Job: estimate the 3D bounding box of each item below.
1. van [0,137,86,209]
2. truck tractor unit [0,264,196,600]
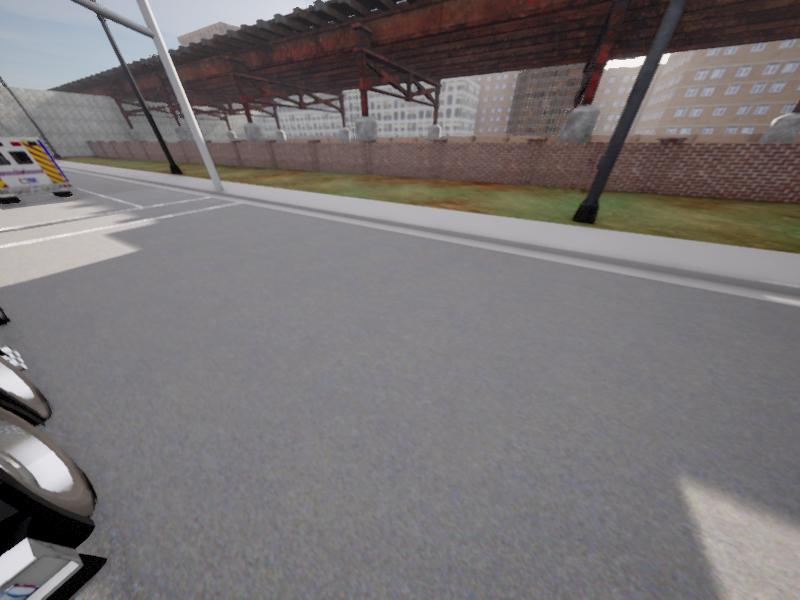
[{"bbox_3d":[-18.698,-6.283,11.069,6.366,2.431,2.351,18,39,24],"label":"van"},{"bbox_3d":[-5.110,-0.301,0.789,6.516,4.208,3.053,18,38,24],"label":"truck tractor unit"}]
